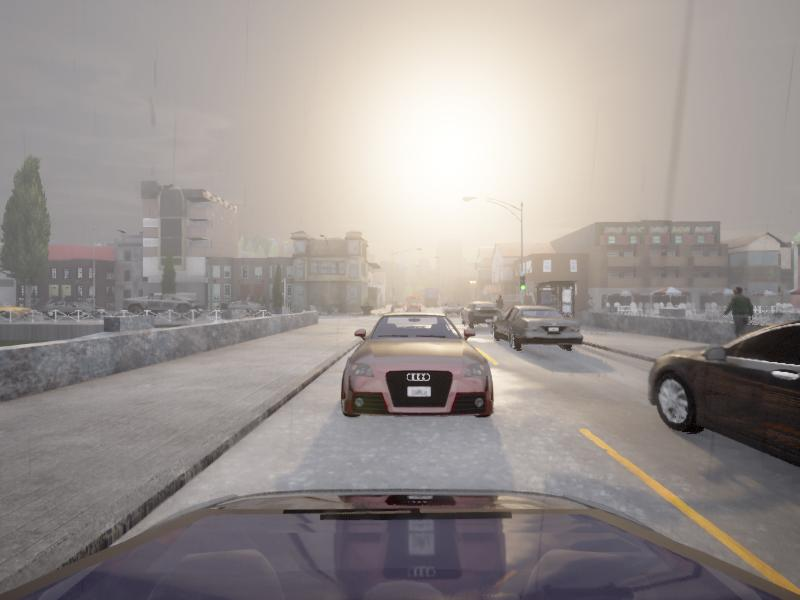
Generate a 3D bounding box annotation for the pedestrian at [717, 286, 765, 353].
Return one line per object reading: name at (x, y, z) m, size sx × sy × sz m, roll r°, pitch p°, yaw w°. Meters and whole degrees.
pedestrian at (9.664, 0.533, 11.369) m, size 0.751 × 1.860 × 0.751 m, roll 0°, pitch 0°, yaw 3°

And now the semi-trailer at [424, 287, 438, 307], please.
semi-trailer at (7.131, -0.620, 93.123) m, size 2.717 × 4.402 × 14.254 m, roll 0°, pitch 0°, yaw 2°

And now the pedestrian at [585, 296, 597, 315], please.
pedestrian at (18.580, 0.557, 38.981) m, size 0.751 × 1.860 × 0.751 m, roll 0°, pitch 0°, yaw -28°

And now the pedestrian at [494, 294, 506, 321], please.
pedestrian at (7.233, 0.533, 28.901) m, size 0.751 × 1.860 × 0.751 m, roll 0°, pitch 0°, yaw 19°

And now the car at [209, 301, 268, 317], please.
car at (-15.550, 0.835, 38.674) m, size 4.902 × 1.511 × 2.128 m, roll 0°, pitch 0°, yaw 2°

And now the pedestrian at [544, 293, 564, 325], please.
pedestrian at (9.130, 0.533, 23.719) m, size 0.751 × 1.860 × 0.751 m, roll 0°, pitch 0°, yaw -19°

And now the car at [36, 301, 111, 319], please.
car at (-28.550, 0.836, 35.105) m, size 4.902 × 1.511 × 2.128 m, roll 0°, pitch 0°, yaw 2°

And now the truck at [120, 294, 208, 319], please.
truck at (-20.415, 0.542, 34.832) m, size 6.274 × 2.098 × 2.390 m, roll 0°, pitch 0°, yaw 2°

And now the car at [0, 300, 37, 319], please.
car at (-35.539, 0.801, 35.340) m, size 5.366 × 1.575 × 1.801 m, roll 0°, pitch 0°, yaw 2°

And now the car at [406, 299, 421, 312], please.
car at (1.929, 0.694, 56.940) m, size 2.097 × 1.767 × 4.553 m, roll 0°, pitch 0°, yaw 2°

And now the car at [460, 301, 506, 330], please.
car at (4.809, 0.846, 23.921) m, size 1.837 × 1.490 × 4.892 m, roll 0°, pitch 0°, yaw 1°

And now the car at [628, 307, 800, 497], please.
car at (4.149, 0.845, 3.324) m, size 1.837 × 1.490 × 4.892 m, roll 0°, pitch 0°, yaw 2°

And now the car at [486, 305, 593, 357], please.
car at (4.504, 0.895, 13.997) m, size 2.033 × 1.411 × 5.357 m, roll 0°, pitch 0°, yaw 2°

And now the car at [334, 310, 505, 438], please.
car at (0.239, 0.907, 6.750) m, size 1.994 × 1.385 × 4.181 m, roll 0°, pitch 0°, yaw 0°

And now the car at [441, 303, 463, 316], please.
car at (5.439, 0.944, 42.177) m, size 1.895 × 1.301 × 4.718 m, roll 0°, pitch 0°, yaw 2°

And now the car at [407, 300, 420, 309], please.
car at (2.368, 0.826, 70.260) m, size 2.038 × 1.542 × 4.974 m, roll 0°, pitch 0°, yaw 2°
